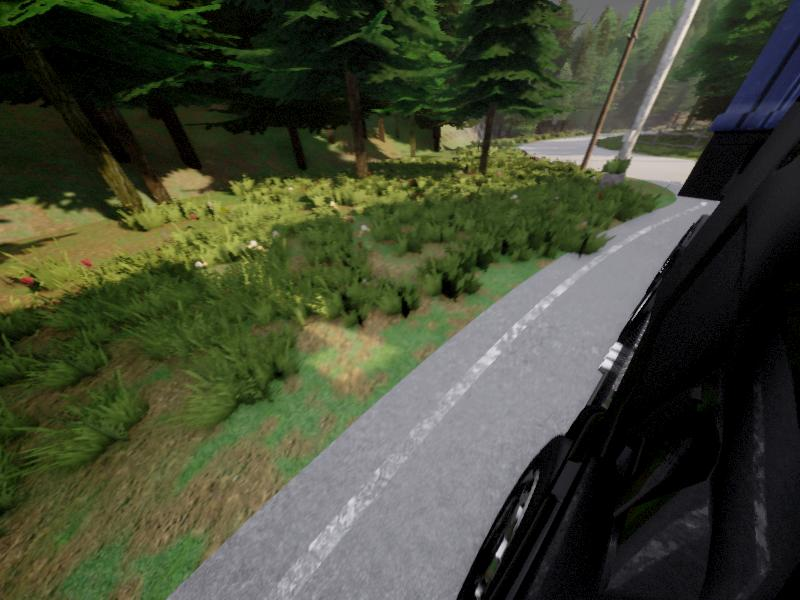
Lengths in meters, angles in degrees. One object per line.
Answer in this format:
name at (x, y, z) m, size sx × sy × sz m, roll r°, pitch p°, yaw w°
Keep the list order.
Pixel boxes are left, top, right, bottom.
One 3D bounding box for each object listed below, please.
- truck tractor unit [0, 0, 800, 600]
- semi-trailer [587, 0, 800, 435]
truck tractor unit at (2.645, -0.295, 0.351) m, size 6.516 × 4.208 × 3.053 m, roll -28°, pitch 44°, yaw -30°
semi-trailer at (9.523, -2.857, 3.183) m, size 14.254 × 4.402 × 2.717 m, roll -17°, pitch 38°, yaw -19°
